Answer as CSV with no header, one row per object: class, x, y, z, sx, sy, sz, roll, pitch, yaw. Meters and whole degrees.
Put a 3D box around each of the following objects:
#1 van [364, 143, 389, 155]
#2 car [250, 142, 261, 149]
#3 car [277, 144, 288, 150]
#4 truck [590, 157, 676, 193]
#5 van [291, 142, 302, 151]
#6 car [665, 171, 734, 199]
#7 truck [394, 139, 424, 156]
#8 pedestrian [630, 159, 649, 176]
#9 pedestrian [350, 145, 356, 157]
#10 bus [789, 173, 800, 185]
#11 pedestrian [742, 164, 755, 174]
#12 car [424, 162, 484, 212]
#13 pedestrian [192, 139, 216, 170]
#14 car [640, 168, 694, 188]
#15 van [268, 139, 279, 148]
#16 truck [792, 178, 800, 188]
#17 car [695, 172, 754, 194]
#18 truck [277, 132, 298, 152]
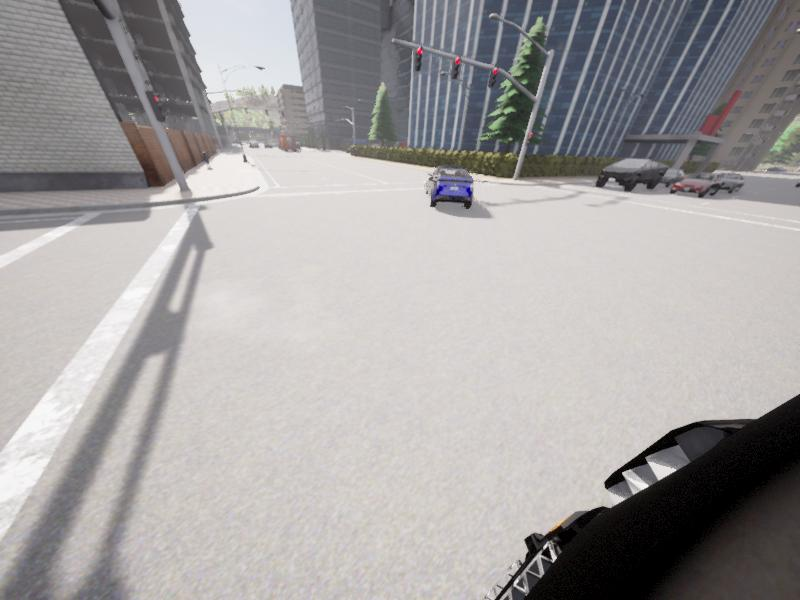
van,-6.463,-41.374,63.446,6.366,2.431,2.351,-16,38,-26
car,-40.598,-43.310,64.850,2.033,1.411,5.357,-16,38,-25
car,-34.638,-45.154,68.045,2.033,1.411,5.357,-16,38,-25
truck,18.631,-10.076,18.477,6.274,2.098,2.390,-16,38,-25
van,-30.367,-45.031,67.601,2.069,2.038,4.480,-16,38,-25
car,21.896,-8.503,16.913,4.193,1.474,1.816,-16,38,-25
truck,2.643,-44.535,67.595,8.468,3.827,2.891,-16,38,-26
pedestrian,30.523,-16.910,29.481,0.751,1.860,0.751,-11,36,-20
pedestrian,-9.094,-28.893,44.736,0.751,1.860,0.751,-16,38,-25
bus,56.473,-17.121,29.815,10.273,4.253,3.944,-15,38,-25
pedestrian,83.279,-31.302,55.209,0.751,1.860,0.751,-11,36,-20
car,2.316,-5.639,11.221,2.007,1.525,4.514,4,34,1
pedestrian,-14.441,-10.718,17.072,0.751,1.860,0.751,-19,39,-29
car,25.468,-11.710,22.010,4.674,1.442,1.812,-16,38,-25
van,-47.095,-58.269,85.913,2.351,2.431,6.366,-16,38,-25
truck,48.140,-13.995,26.130,5.204,2.467,2.627,-15,38,-25
car,27.989,-10.162,19.934,4.181,1.385,1.994,-16,38,-26
truck,-28.859,-40.339,59.042,2.891,3.827,8.468,-16,38,-25
